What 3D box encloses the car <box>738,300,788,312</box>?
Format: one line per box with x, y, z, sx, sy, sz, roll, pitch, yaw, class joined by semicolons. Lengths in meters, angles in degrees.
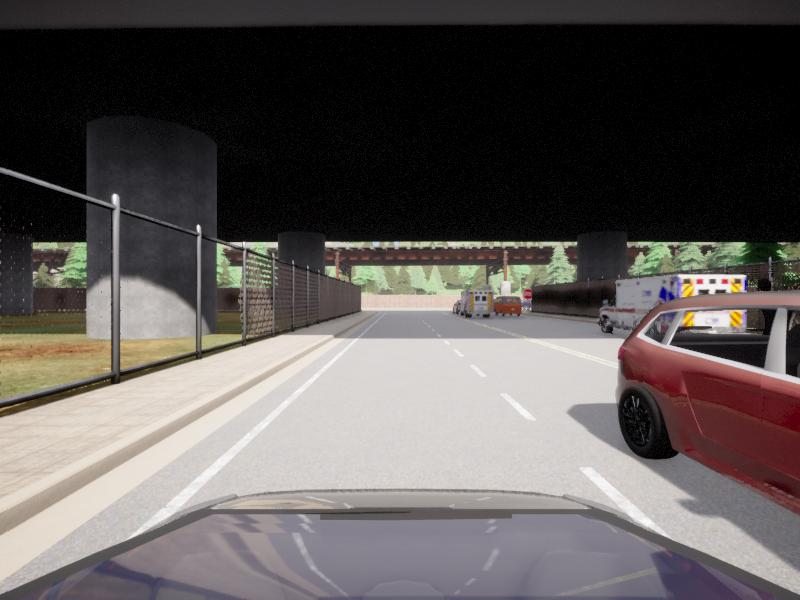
51.007;0.774;56.255;5.238;1.638;1.930;0;0;1;car

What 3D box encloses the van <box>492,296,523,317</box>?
10.506;0.601;39.389;1.775;1.987;4.442;0;0;0;van

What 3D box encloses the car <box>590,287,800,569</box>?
3.479;0.756;2.621;2.242;1.667;4.611;0;0;0;car

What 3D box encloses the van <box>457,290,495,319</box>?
7.008;0.380;37.586;2.351;2.431;6.366;0;0;0;van

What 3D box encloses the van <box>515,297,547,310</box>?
20.783;0.603;63.550;4.442;1.987;1.775;0;0;0;van

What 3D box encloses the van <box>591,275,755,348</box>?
10.505;0.379;16.340;2.351;2.431;6.366;0;0;0;van
